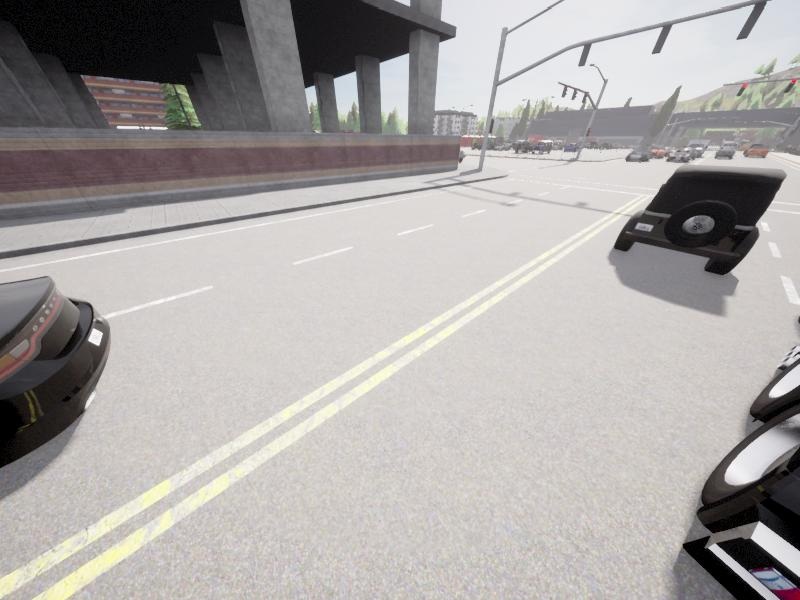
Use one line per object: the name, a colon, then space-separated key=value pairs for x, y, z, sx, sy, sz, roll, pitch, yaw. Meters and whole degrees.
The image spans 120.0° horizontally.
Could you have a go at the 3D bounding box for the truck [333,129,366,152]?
truck: x=-11.359 y=-35.478 z=51.334 sx=2.891 sy=3.827 sz=8.468 roll=-26 pitch=43 yaw=-32

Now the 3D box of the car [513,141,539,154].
car: x=23.156 y=-28.012 z=42.440 sx=4.605 sy=1.855 sz=1.932 roll=-26 pitch=42 yaw=-32

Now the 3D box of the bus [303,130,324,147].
bus: x=-26.621 y=-49.860 z=71.452 sx=3.944 sy=4.253 sz=10.273 roll=-5 pitch=35 yaw=-8

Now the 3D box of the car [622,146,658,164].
car: x=30.887 y=-18.730 z=29.679 sx=4.856 sy=1.649 sz=2.033 roll=-26 pitch=43 yaw=-31

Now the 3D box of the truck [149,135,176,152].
truck: x=-44.223 y=-29.204 z=43.064 sx=2.615 sy=2.467 sz=5.204 roll=-26 pitch=42 yaw=-32

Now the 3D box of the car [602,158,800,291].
car: x=6.885 y=-2.072 z=5.366 sx=3.866 sy=1.878 sz=1.905 roll=-26 pitch=42 yaw=-32

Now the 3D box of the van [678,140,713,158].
van: x=49.317 y=-25.279 z=38.530 sx=6.366 sy=2.431 sz=2.351 roll=-26 pitch=42 yaw=-32

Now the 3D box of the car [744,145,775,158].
car: x=60.690 y=-25.229 z=39.113 sx=4.553 sy=1.767 sz=2.097 roll=-26 pitch=42 yaw=-32

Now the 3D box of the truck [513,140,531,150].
truck: x=32.286 y=-40.975 z=60.940 sx=4.478 sy=2.038 sz=2.069 roll=-26 pitch=42 yaw=-32

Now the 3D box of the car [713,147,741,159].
car: x=51.732 y=-23.332 z=36.662 sx=5.357 sy=1.411 sz=2.033 roll=-27 pitch=43 yaw=-34

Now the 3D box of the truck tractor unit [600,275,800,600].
truck tractor unit: x=5.129 y=-0.282 z=0.755 sx=6.516 sy=4.208 sz=3.053 roll=-18 pitch=39 yaw=-23

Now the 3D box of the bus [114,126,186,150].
bus: x=-57.522 y=-37.596 z=53.702 sx=10.273 sy=4.253 sz=3.944 roll=-25 pitch=42 yaw=-32

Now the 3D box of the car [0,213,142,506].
car: x=-5.085 y=1.152 z=0.863 sx=5.238 sy=1.638 sz=1.930 roll=-26 pitch=42 yaw=-32

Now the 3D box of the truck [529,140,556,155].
truck: x=25.072 y=-26.840 z=40.609 sx=4.478 sy=2.038 sz=2.069 roll=-26 pitch=42 yaw=-32

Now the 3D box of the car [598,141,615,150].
car: x=54.828 y=-40.972 z=61.288 sx=4.605 sy=1.855 sz=1.932 roll=-26 pitch=42 yaw=-32

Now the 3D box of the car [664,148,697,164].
car: x=35.109 y=-18.070 z=28.905 sx=3.806 sy=1.475 sz=1.970 roll=-26 pitch=42 yaw=-32

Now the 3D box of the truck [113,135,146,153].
truck: x=-47.521 y=-27.629 z=40.778 sx=2.615 sy=2.467 sz=5.204 roll=-26 pitch=42 yaw=-32
